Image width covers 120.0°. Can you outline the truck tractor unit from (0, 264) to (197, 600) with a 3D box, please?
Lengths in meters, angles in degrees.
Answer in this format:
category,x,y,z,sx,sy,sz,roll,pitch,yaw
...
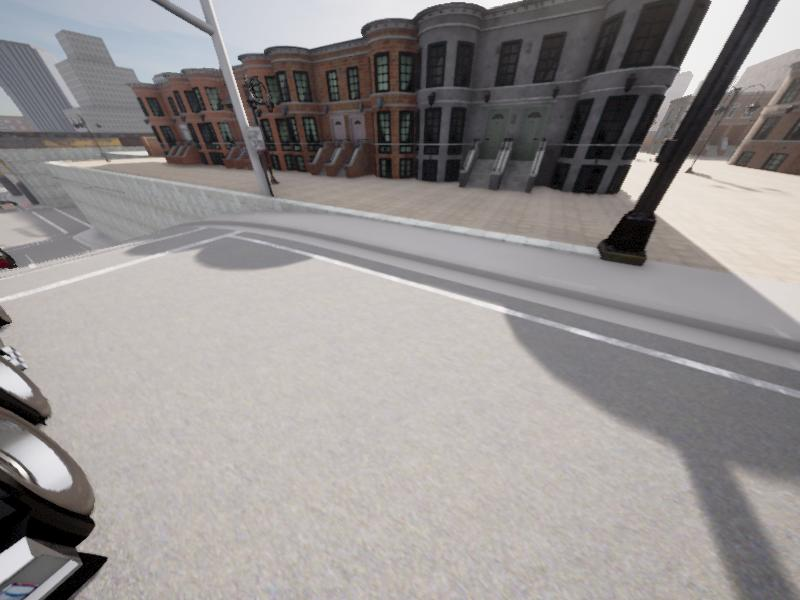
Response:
category,x,y,z,sx,sy,sz,roll,pitch,yaw
truck tractor unit,-5.118,-0.290,0.792,6.516,4.208,3.053,18,39,24
